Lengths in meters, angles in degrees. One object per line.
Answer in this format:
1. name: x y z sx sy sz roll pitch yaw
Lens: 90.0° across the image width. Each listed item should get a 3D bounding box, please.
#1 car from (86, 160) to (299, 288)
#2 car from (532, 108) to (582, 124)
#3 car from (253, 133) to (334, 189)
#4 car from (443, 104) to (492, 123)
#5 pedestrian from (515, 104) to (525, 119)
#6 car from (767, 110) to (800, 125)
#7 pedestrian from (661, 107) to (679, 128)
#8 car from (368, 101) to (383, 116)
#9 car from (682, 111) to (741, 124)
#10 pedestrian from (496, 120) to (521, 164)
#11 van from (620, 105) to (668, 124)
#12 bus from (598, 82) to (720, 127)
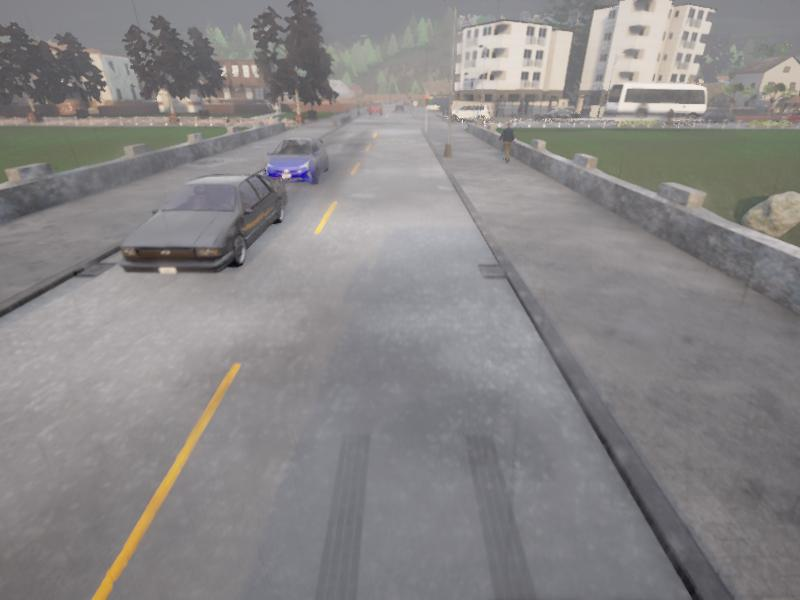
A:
1. car: -3.995 -2.057 9.088 2.033 1.411 5.357 0 27 0
2. car: 19.278 -22.739 49.343 5.238 1.638 1.930 0 27 0
3. car: -4.009 -5.686 16.018 2.007 1.525 4.514 0 27 0
4. car: 8.228 -22.956 49.227 5.566 2.045 2.150 0 27 0
5. pedestrian: 16.294 -25.657 54.378 0.751 1.860 0.751 -4 27 -8
6. car: 48.452 -22.583 49.420 3.988 1.617 1.851 0 27 0
7. pedestrian: 27.682 -18.696 41.015 0.751 1.860 0.751 -2 27 -5
8. car: -4.032 -32.281 67.301 2.150 2.045 5.566 0 27 0
9. car: 38.432 -22.561 49.432 5.357 1.411 2.033 0 27 0
10. pedestrian: 5.109 -7.492 18.971 0.751 1.860 0.751 0 27 0
11. van: 29.971 -22.850 49.283 4.442 1.987 1.775 1 27 0
12. bus: 28.964 -22.099 45.308 10.273 4.253 3.944 1 27 0
